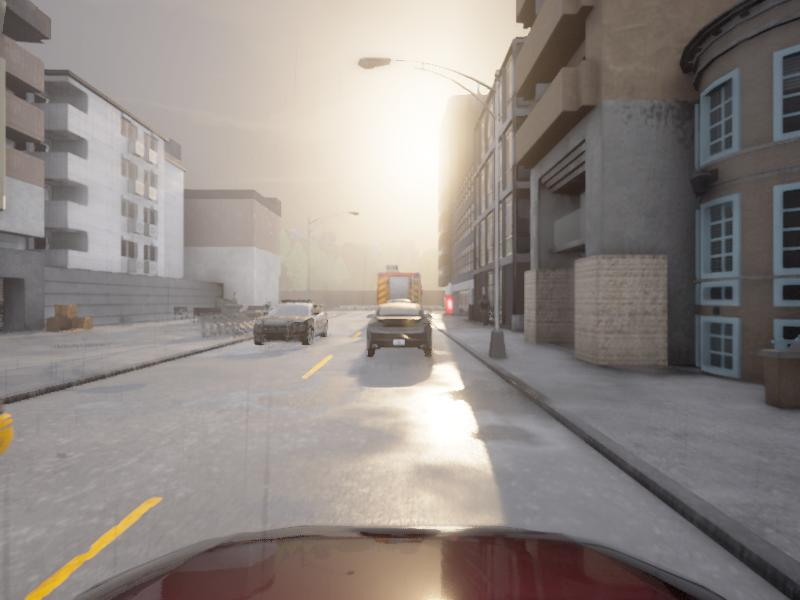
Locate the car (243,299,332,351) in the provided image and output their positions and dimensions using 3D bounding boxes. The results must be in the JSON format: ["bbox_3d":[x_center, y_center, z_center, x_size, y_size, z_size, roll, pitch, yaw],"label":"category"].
[{"bbox_3d":[-4.013,0.774,15.275,1.930,1.638,5.238,0,0,0],"label":"car"}]

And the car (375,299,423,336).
[{"bbox_3d":[-0.044,0.783,20.232,2.152,1.651,5.027,0,0,0],"label":"car"}]

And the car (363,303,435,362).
[{"bbox_3d":[-0.022,0.846,12.728,1.837,1.490,4.892,0,0,0],"label":"car"}]

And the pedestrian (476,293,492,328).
[{"bbox_3d":[4.506,0.536,21.438,0.751,1.860,0.751,0,0,5],"label":"pedestrian"}]

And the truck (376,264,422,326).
[{"bbox_3d":[-0.055,-0.317,28.981,2.891,3.827,8.468,0,0,0],"label":"truck"}]

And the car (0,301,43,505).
[{"bbox_3d":[-3.994,0.801,0.787,1.801,1.575,5.366,0,0,0],"label":"car"}]

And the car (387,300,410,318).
[{"bbox_3d":[-0.114,0.783,37.793,2.033,1.649,4.856,0,0,0],"label":"car"}]
